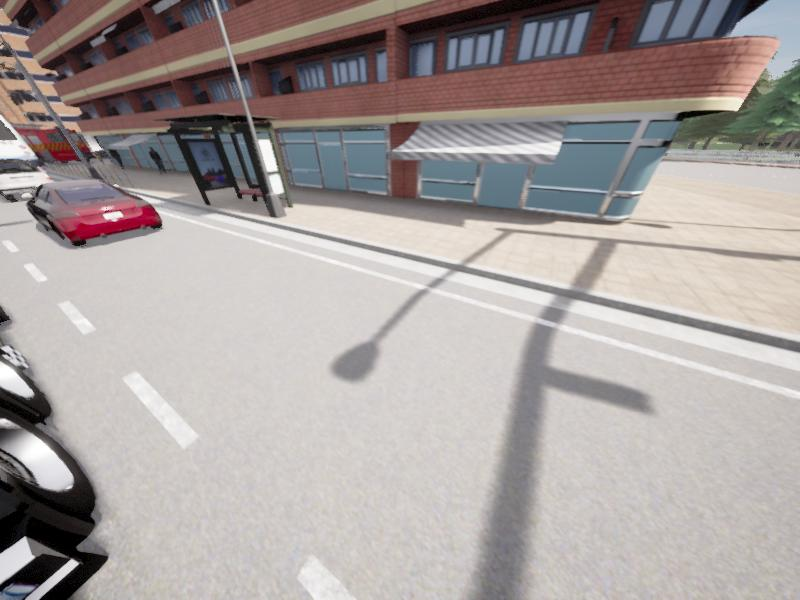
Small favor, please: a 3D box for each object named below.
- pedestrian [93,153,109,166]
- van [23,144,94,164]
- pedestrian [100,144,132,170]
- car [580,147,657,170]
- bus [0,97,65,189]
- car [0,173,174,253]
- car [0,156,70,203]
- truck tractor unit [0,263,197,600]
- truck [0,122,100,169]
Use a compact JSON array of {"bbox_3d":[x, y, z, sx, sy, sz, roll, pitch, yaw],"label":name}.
[{"bbox_3d":[-30.271,-14.225,23.380,0.500,1.100,0.500,-28,43,-33],"label":"pedestrian"},{"bbox_3d":[-43.316,-18.717,29.466,1.775,1.987,4.442,18,39,25],"label":"van"},{"bbox_3d":[-24.294,-12.226,19.798,0.751,1.860,0.751,8,36,12],"label":"pedestrian"},{"bbox_3d":[19.276,-12.765,20.706,2.007,1.525,4.514,-9,36,-13],"label":"car"},{"bbox_3d":[-27.136,-9.739,14.467,10.273,4.253,3.944,18,39,25],"label":"bus"},{"bbox_3d":[-9.302,-2.815,6.910,4.181,1.385,1.994,18,39,25],"label":"car"},{"bbox_3d":[-18.942,-6.058,11.438,3.988,1.617,1.851,18,39,24],"label":"car"},{"bbox_3d":[-5.117,-0.293,0.788,6.516,4.208,3.053,18,39,24],"label":"truck tractor unit"},{"bbox_3d":[-40.338,-17.222,25.690,2.891,3.827,8.468,-5,35,-6],"label":"truck"}]
